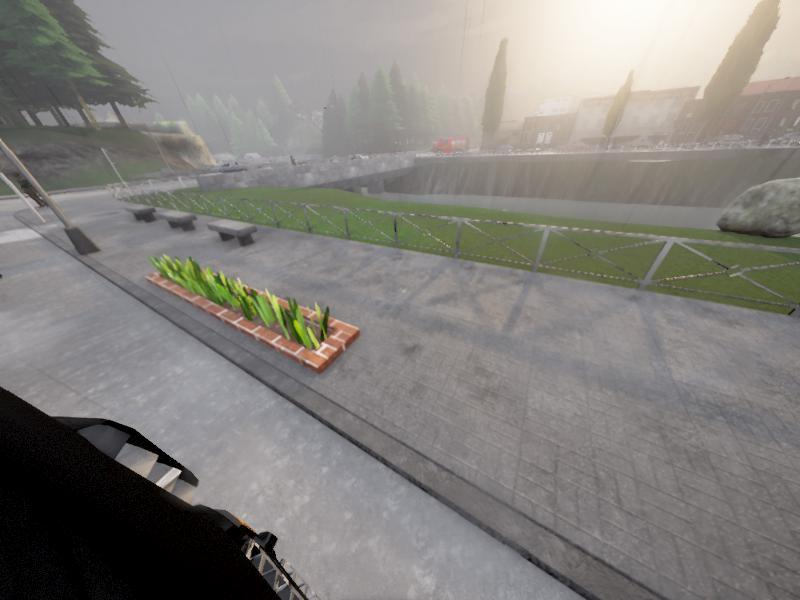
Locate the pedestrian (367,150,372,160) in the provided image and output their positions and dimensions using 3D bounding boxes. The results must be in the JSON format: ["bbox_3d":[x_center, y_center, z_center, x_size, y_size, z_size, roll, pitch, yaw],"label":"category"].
[{"bbox_3d":[-7.019,-33.141,52.773,0.751,1.860,0.751,13,37,23],"label":"pedestrian"}]

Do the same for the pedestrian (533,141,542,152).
[{"bbox_3d":[28.221,-31.446,47.414,0.751,1.860,0.751,-2,34,2],"label":"pedestrian"}]

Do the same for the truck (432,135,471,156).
[{"bbox_3d":[12.187,-37.375,55.890,8.468,3.827,2.891,16,38,26],"label":"truck"}]

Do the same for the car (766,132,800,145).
[{"bbox_3d":[57.439,-23.597,33.644,3.806,1.475,1.970,16,38,26],"label":"car"}]

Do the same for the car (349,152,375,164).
[{"bbox_3d":[-7.124,-27.001,43.865,2.038,1.542,4.974,16,38,26],"label":"car"}]

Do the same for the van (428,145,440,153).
[{"bbox_3d":[11.256,-49.891,76.467,2.069,2.038,4.480,16,38,26],"label":"van"}]

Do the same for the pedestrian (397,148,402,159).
[{"bbox_3d":[-0.040,-32.455,51.184,0.751,1.860,0.751,13,37,22],"label":"pedestrian"}]

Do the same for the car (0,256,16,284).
[{"bbox_3d":[-10.970,-1.078,5.079,3.633,1.501,1.845,16,38,26],"label":"car"}]

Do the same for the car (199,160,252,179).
[{"bbox_3d":[-22.030,-16.675,29.350,2.242,1.667,4.611,16,38,26],"label":"car"}]

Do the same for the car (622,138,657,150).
[{"bbox_3d":[42.506,-27.823,41.205,3.806,1.475,1.970,16,38,26],"label":"car"}]

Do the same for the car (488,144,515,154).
[{"bbox_3d":[22.527,-33.539,51.278,4.856,1.649,2.033,16,38,26],"label":"car"}]

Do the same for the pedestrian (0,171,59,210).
[{"bbox_3d":[-20.568,-6.091,12.853,0.751,1.860,0.751,-13,35,-15],"label":"pedestrian"}]

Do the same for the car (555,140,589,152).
[{"bbox_3d":[33.829,-30.339,45.556,5.027,1.651,2.152,16,38,26],"label":"car"}]

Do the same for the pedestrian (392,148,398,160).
[{"bbox_3d":[-0.921,-27.592,43.733,0.751,1.860,0.751,14,37,23],"label":"pedestrian"}]

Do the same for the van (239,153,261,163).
[{"bbox_3d":[-52.678,-50.141,81.434,1.988,2.561,5.915,16,38,26],"label":"van"}]

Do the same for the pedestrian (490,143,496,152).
[{"bbox_3d":[22.477,-36.961,55.984,0.751,1.860,0.751,25,43,36],"label":"pedestrian"}]

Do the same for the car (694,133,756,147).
[{"bbox_3d":[51.311,-25.401,36.703,5.238,1.638,1.930,16,38,26],"label":"car"}]

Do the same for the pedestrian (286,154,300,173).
[{"bbox_3d":[-12.523,-15.988,27.154,0.751,1.860,0.751,16,38,27],"label":"pedestrian"}]
